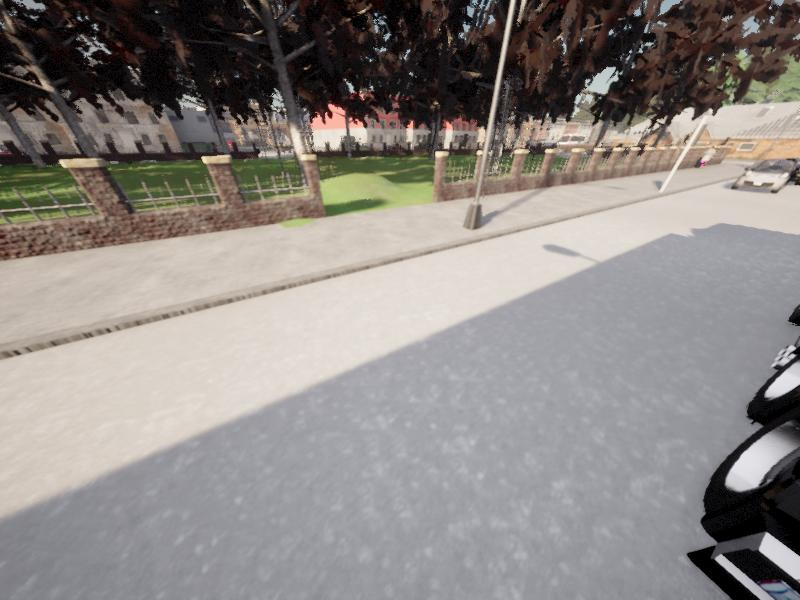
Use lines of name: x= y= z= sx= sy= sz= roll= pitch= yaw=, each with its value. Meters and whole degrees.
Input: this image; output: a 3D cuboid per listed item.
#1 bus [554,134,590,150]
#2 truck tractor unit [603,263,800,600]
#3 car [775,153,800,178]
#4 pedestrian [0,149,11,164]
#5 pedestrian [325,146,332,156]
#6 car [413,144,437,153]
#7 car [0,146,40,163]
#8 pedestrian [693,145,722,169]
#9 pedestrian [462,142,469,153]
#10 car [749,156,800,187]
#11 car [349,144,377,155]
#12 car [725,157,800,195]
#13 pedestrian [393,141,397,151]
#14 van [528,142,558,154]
bus: x=56.549 y=-51.987 z=75.931 sx=10.273 sy=4.253 sz=3.944 roll=-18 pitch=39 yaw=-24
truck tractor unit: x=5.106 y=-0.305 z=0.790 sx=6.516 sy=4.208 sz=3.053 roll=-18 pitch=39 yaw=-24
car: x=32.956 y=-10.896 z=18.588 sx=5.366 sy=1.575 sz=1.801 roll=-18 pitch=39 yaw=-24
pedestrian: x=-39.812 y=-14.457 z=22.593 sx=0.751 sy=1.860 sz=0.751 roll=-14 pitch=37 yaw=-20
pedestrian: x=-11.157 y=-23.248 z=35.980 sx=0.751 sy=1.300 sz=0.751 roll=-18 pitch=39 yaw=-24
car: x=5.267 y=-31.754 z=48.415 sx=4.892 sy=1.490 sz=1.837 roll=-19 pitch=39 yaw=-25
car: x=-43.313 y=-15.873 z=25.160 sx=3.806 sy=1.475 sz=1.970 roll=-18 pitch=39 yaw=-25
pedestrian: x=28.521 y=-13.245 z=21.458 sx=0.751 sy=1.860 sz=0.751 roll=-18 pitch=39 yaw=-24
pedestrian: x=13.506 y=-31.533 z=47.626 sx=0.751 sy=1.860 sz=0.751 roll=-19 pitch=39 yaw=-25
car: x=26.524 y=-8.806 z=15.688 sx=5.357 sy=1.411 sz=2.033 roll=-18 pitch=39 yaw=-25
car: x=-6.784 y=-27.836 z=42.645 sx=4.514 sy=1.525 sz=2.007 roll=-18 pitch=39 yaw=-24
car: x=20.660 y=-7.023 z=12.953 sx=3.633 sy=1.501 sz=1.845 roll=-19 pitch=39 yaw=-26
pedestrian: x=-1.176 y=-35.508 z=53.211 sx=0.751 sy=1.860 sz=0.751 roll=-27 pitch=43 yaw=-33
van: x=29.364 y=-31.414 z=47.661 sx=2.069 sy=2.038 sz=4.480 roll=-18 pitch=39 yaw=-24
